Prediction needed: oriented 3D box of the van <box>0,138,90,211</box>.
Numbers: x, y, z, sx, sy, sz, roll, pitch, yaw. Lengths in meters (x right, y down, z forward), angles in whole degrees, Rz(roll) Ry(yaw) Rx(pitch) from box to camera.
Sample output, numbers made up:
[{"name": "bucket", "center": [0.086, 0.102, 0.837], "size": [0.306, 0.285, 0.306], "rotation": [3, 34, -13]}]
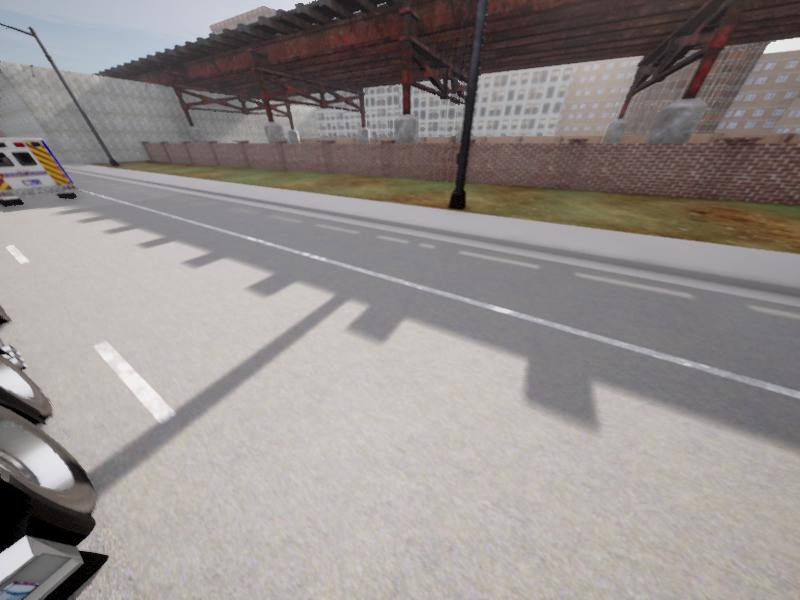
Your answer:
[{"name": "van", "center": [-18.169, -6.088, 10.839], "size": [6.366, 2.431, 2.351], "rotation": [18, 39, 24]}]

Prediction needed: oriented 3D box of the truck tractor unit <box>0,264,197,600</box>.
[{"name": "truck tractor unit", "center": [-5.118, -0.291, 0.785], "size": [6.516, 4.208, 3.053], "rotation": [18, 39, 24]}]
